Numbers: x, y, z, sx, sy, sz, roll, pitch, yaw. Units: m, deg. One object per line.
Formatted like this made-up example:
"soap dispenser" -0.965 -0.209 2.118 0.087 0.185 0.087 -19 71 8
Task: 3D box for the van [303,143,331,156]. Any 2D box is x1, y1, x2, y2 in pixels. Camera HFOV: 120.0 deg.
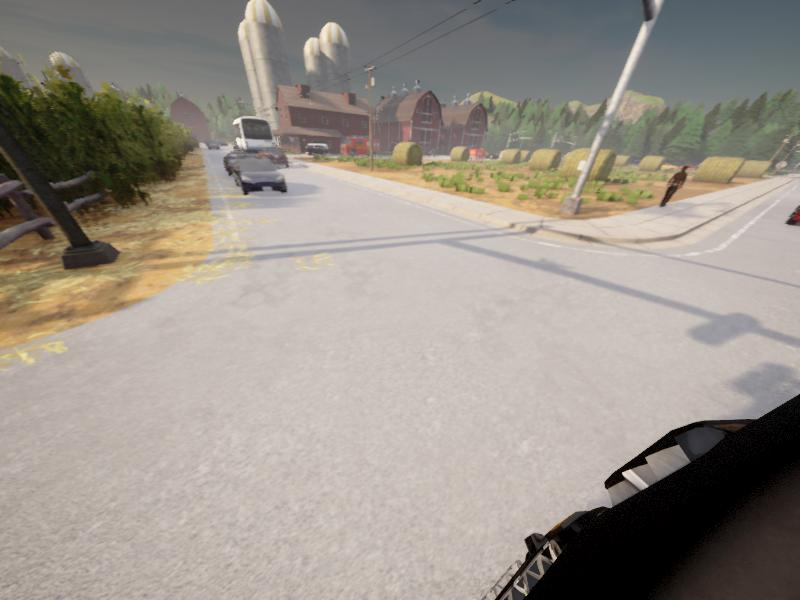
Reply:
"van" -16.414 -29.755 45.759 4.480 2.038 2.069 -20 40 -30

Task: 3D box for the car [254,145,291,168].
"car" -12.840 -14.468 23.219 2.097 1.767 4.553 -20 40 -30

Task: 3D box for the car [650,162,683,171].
"car" 70.990 -35.588 61.560 1.801 1.575 5.366 -20 40 -30

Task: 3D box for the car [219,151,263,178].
"car" -11.782 -10.080 17.058 1.994 1.385 4.181 -20 40 -30

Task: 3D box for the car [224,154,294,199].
"car" -7.396 -6.538 11.936 2.163 1.488 4.792 -19 39 -30

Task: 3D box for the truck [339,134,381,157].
"truck" -8.537 -33.400 50.230 8.468 3.827 2.891 -20 40 -31

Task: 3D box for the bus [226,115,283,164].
"bus" -18.460 -20.065 29.032 3.944 4.253 10.273 -19 40 -29

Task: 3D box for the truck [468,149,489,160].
"truck" 22.579 -41.962 66.692 5.204 2.467 2.627 -20 40 -31

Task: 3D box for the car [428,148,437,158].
"car" 9.337 -42.198 66.305 1.905 1.878 3.866 13 36 5

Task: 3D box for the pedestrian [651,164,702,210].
"pedestrian" 12.870 -5.301 10.848 0.751 1.860 0.751 29 41 34

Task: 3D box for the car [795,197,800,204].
"car" 30.821 -7.673 16.505 5.357 1.411 2.033 -18 39 -28

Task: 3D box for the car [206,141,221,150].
"car" -41.494 -34.333 51.316 2.038 1.542 4.974 -21 40 -31

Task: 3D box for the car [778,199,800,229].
"car" 18.986 -3.967 9.952 4.792 1.488 2.163 -18 39 -28

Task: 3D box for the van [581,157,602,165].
"van" 62.888 -45.775 75.931 1.775 1.987 4.442 -20 40 -30

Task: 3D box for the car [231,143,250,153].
"car" -31.466 -30.027 45.594 1.837 1.490 4.892 -25 42 -34

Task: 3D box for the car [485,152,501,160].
"car" 28.395 -43.875 70.551 4.605 1.855 1.932 -20 40 -31
